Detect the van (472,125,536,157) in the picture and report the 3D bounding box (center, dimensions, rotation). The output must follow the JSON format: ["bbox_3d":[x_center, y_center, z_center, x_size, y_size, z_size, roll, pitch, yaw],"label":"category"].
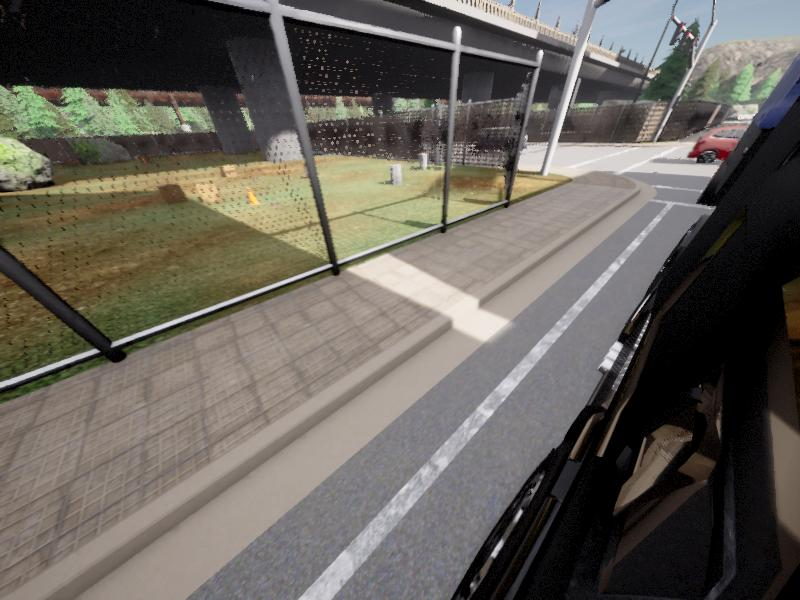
[{"bbox_3d":[8.853,-13.863,20.140,1.775,1.987,4.442,-28,43,-30],"label":"van"}]

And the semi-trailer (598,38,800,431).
[{"bbox_3d":[8.697,-3.607,4.229,14.254,4.402,2.717,-28,44,-30],"label":"semi-trailer"}]

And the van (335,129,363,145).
[{"bbox_3d":[-10.522,-33.622,47.670,2.351,2.431,6.366,-28,43,-30],"label":"van"}]

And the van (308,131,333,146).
[{"bbox_3d":[-17.232,-34.915,49.869,2.351,2.431,6.366,-28,43,-30],"label":"van"}]

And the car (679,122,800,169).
[{"bbox_3d":[17.823,-7.696,11.447,2.242,1.667,4.611,-28,43,-30],"label":"car"}]

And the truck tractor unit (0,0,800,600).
[{"bbox_3d":[2.645,-0.295,0.351,6.516,4.208,3.053,-28,44,-30],"label":"truck tractor unit"}]
